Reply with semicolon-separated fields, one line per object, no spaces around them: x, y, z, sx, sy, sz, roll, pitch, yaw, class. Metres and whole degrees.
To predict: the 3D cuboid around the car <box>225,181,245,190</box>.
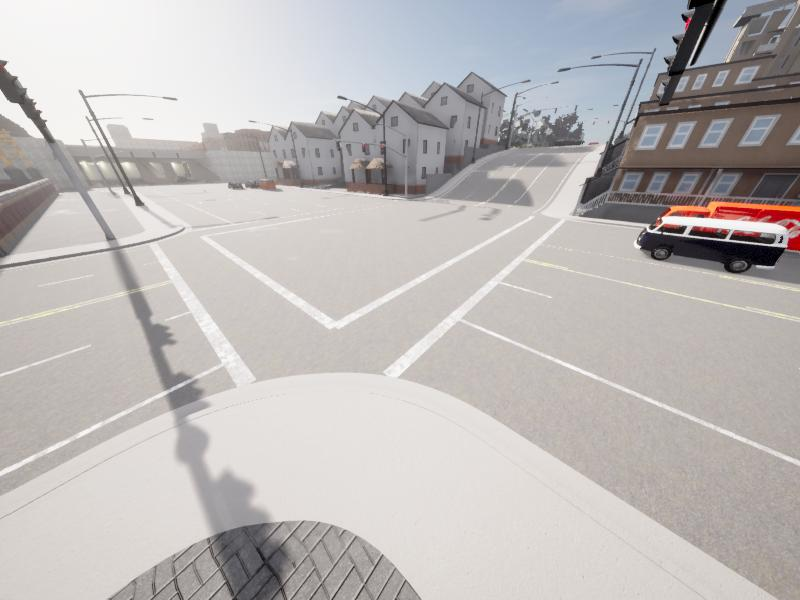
-35.336;-24.596;49.454;4.514;1.525;2.007;24;38;35;car

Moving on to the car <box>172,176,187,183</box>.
-66.638;-36.499;69.885;5.238;1.638;1.930;23;37;34;car

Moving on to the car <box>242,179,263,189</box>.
-32.884;-25.887;51.600;4.611;1.667;2.242;24;38;35;car

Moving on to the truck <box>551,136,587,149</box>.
40.392;-37.664;55.440;6.274;2.098;2.390;24;38;35;truck

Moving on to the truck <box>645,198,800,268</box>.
17.589;-3.927;12.639;5.204;2.467;2.627;25;38;36;truck

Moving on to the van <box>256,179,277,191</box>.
-27.190;-23.565;47.136;4.442;1.987;1.775;24;38;35;van

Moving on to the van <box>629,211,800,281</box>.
14.563;-2.824;11.159;4.480;2.038;2.069;24;38;35;van
